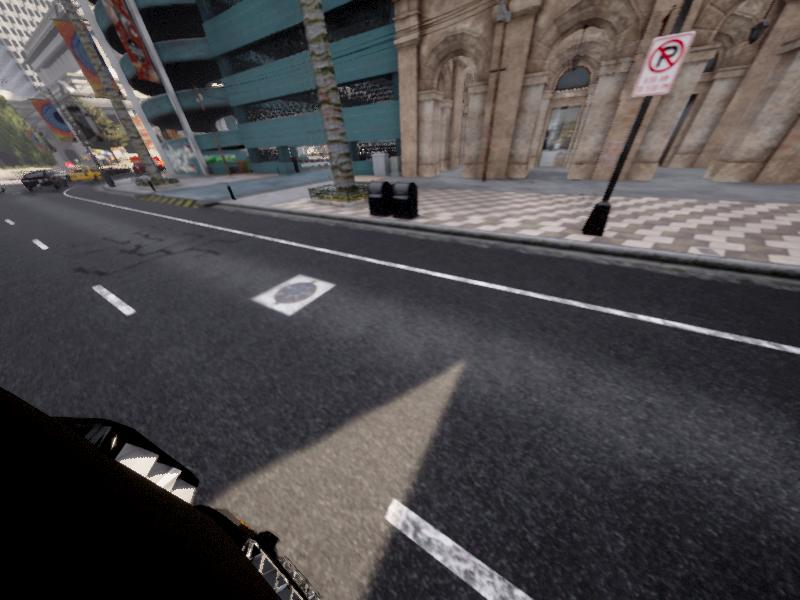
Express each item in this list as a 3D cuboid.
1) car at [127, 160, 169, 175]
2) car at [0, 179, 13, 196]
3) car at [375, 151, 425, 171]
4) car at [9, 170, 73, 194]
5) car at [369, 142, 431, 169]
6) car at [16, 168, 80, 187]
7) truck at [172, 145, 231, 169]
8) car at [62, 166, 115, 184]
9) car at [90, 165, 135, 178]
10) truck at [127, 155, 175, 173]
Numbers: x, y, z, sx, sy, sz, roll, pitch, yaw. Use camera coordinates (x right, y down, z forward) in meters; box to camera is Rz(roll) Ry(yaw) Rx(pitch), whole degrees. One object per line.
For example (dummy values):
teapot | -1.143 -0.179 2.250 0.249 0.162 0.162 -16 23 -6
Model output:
car | -42.581 -22.527 39.160 2.097 1.767 4.553 -4 34 -2
car | -36.399 -9.604 19.902 1.895 1.301 4.718 -30 42 -34
car | 0.040 -13.985 23.222 4.514 1.523 2.007 16 38 26
car | -34.637 -11.593 22.529 2.128 1.511 4.902 -28 42 -32
car | -0.028 -14.324 23.029 5.566 2.045 2.435 16 38 26
car | -42.980 -15.142 28.448 2.038 1.542 4.974 -17 36 -20
truck | -41.329 -30.212 48.665 2.891 3.827 8.468 9 36 18
car | -40.053 -16.320 29.921 1.801 1.575 5.366 -17 36 -19
car | -45.867 -20.619 37.030 1.895 1.301 4.718 -7 34 -5
truck | -46.252 -25.478 43.231 2.627 2.467 5.204 1 34 6
